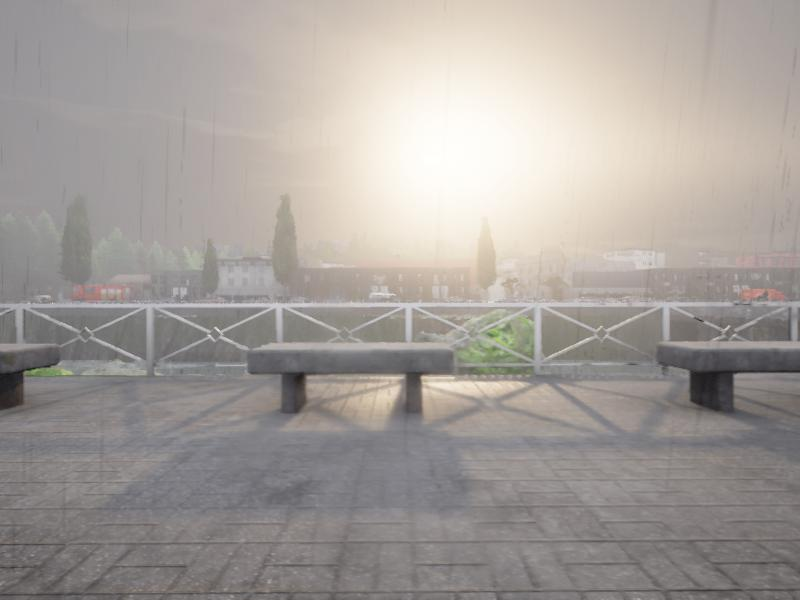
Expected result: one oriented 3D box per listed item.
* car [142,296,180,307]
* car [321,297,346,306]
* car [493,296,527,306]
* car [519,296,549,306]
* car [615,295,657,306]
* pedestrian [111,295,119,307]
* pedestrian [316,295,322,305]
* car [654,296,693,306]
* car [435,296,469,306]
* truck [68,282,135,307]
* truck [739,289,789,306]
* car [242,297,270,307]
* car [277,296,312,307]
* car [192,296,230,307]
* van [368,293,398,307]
[{"bbox_3d":[-38.239,0.267,64.189,4.856,1.649,2.033,0,0,0],"label":"car"},{"bbox_3d":[-10.645,0.277,64.316,3.806,1.475,1.970,0,0,0],"label":"car"},{"bbox_3d":[17.656,0.136,64.445,4.856,1.649,2.033,0,0,0],"label":"car"},{"bbox_3d":[20.246,0.204,60.466,3.806,1.475,1.970,0,0,0],"label":"car"},{"bbox_3d":[35.630,0.085,60.544,5.238,1.638,1.930,0,0,0],"label":"car"},{"bbox_3d":[-43.425,0.138,60.918,0.751,1.860,0.751,0,0,36],"label":"pedestrian"},{"bbox_3d":[-14.445,-0.021,71.332,0.751,1.860,0.751,0,0,0],"label":"pedestrian"},{"bbox_3d":[44.131,0.117,64.585,5.008,1.535,1.882,0,0,0],"label":"car"},{"bbox_3d":[8.302,0.150,64.393,5.238,1.638,1.930,0,0,0],"label":"car"},{"bbox_3d":[-47.733,-0.821,64.142,8.468,3.827,2.891,0,0,0],"label":"truck"},{"bbox_3d":[55.158,-0.377,60.638,5.204,2.467,2.627,0,0,0],"label":"truck"},{"bbox_3d":[-23.111,0.306,64.254,3.806,1.475,1.970,0,0,0],"label":"car"},{"bbox_3d":[-16.910,0.209,64.289,5.238,1.638,1.930,0,0,0],"label":"car"},{"bbox_3d":[-30.259,0.250,64.224,5.027,1.651,2.152,0,0,0],"label":"car"},{"bbox_3d":[-2.502,-0.025,60.361,4.480,2.038,2.069,0,0,0],"label":"van"}]
